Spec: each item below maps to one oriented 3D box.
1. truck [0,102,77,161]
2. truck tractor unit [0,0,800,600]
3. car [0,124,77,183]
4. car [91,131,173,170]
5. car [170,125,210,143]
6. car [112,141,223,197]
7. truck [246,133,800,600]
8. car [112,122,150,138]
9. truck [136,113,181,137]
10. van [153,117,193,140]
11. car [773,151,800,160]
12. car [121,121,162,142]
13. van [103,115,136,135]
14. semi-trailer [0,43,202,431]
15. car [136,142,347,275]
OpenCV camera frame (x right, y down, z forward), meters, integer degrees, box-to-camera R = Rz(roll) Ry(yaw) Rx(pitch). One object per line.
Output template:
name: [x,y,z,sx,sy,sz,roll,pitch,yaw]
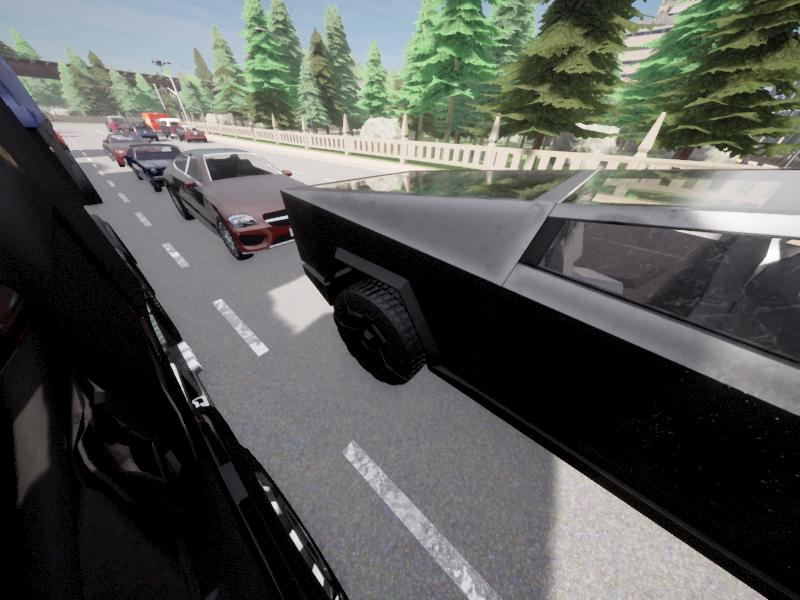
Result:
truck: [-21.903,-9.854,13.400,5.204,2.467,2.627,28,44,30]
truck tractor unit: [-2.645,-0.295,0.351,6.516,4.208,3.053,28,44,30]
car: [-16.094,-6.411,9.864,5.238,1.638,1.930,28,44,30]
car: [-14.743,-8.313,12.706,4.181,1.385,1.994,27,43,29]
car: [-23.144,-18.320,25.485,3.806,1.475,1.970,28,44,30]
car: [-9.292,-5.382,9.182,4.718,1.301,1.895,28,44,30]
truck: [1.901,0.258,1.657,6.274,2.098,2.390,28,44,30]
car: [-32.868,-20.736,28.185,5.357,1.411,2.033,28,44,30]
truck: [-33.212,-24.098,31.764,5.204,2.467,2.627,28,44,30]
van: [-27.913,-21.095,28.431,4.480,2.038,2.069,28,44,30]
car: [73.619,-26.647,42.681,1.895,1.301,4.718,2,36,-1]
car: [-27.694,-18.063,24.752,3.988,1.617,1.851,28,44,30]
van: [-38.292,-23.869,31.547,4.442,1.987,1.775,28,44,30]
semi-trailer: [-8.697,-3.605,4.231,14.254,4.402,2.717,28,44,30]
car: [-3.838,-2.607,5.534,5.027,1.651,2.152,28,44,30]
